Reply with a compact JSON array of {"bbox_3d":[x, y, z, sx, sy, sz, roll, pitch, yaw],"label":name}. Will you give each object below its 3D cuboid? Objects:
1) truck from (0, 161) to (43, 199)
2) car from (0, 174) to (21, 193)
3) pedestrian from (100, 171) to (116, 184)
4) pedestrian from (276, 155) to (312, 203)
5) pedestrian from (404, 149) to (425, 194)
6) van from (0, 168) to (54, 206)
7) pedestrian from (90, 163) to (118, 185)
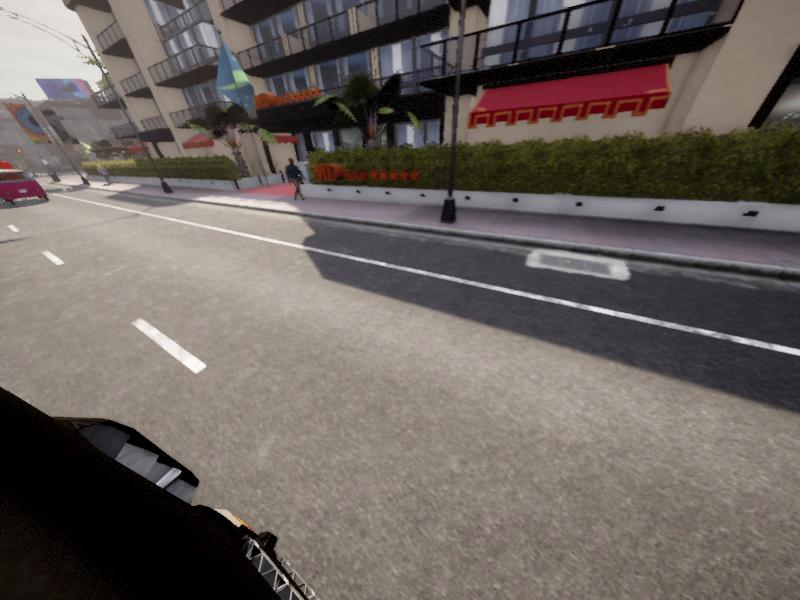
[{"bbox_3d":[-33.480,-10.011,19.225,5.204,2.467,2.627,16,38,26],"label":"truck"},{"bbox_3d":[-39.836,-11.391,22.669,3.806,1.475,1.970,16,38,26],"label":"car"},{"bbox_3d":[-30.231,-12.700,23.940,0.500,1.100,0.500,16,38,26],"label":"pedestrian"},{"bbox_3d":[-4.842,-5.552,10.636,0.751,1.860,0.751,21,41,32],"label":"pedestrian"},{"bbox_3d":[0.738,-6.299,11.339,0.751,1.860,0.751,13,37,23],"label":"pedestrian"},{"bbox_3d":[-26.758,-7.918,16.026,4.442,1.987,1.775,16,38,26],"label":"van"},{"bbox_3d":[-29.024,-12.372,22.671,0.751,1.860,0.751,14,37,24],"label":"pedestrian"}]
